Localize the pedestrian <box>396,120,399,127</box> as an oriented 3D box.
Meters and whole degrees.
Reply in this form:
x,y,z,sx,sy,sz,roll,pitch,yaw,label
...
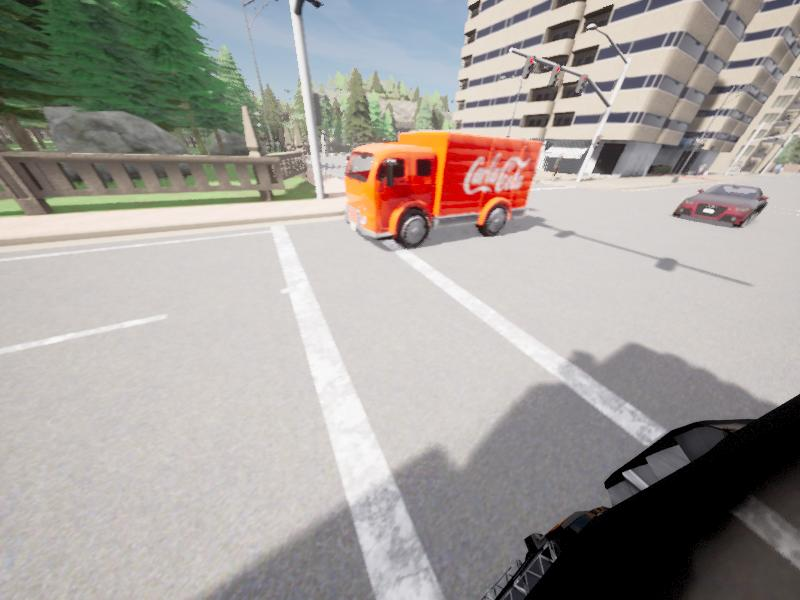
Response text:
x,y,z,sx,sy,sz,roll,pitch,yaw,label
-0.793,-63.338,82.787,0.751,1.860,0.751,30,42,34,pedestrian

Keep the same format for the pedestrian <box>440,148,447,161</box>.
x,y,z,sx,sy,sz,roll,pitch,yaw,label
7.418,-24.943,39.599,0.751,1.860,0.751,2,34,-2,pedestrian

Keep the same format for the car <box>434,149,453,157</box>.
x,y,z,sx,sy,sz,roll,pitch,yaw,label
11.776,-39.480,62.102,4.611,1.667,2.242,-21,41,-32,car

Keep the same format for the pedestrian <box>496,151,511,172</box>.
x,y,z,sx,sy,sz,roll,pitch,yaw,label
11.046,-14.762,24.696,0.751,1.860,0.751,-17,39,-27,pedestrian

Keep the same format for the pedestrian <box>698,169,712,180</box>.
x,y,z,sx,sy,sz,roll,pitch,yaw,label
39.205,-16.131,29.694,0.500,1.100,0.500,-17,39,-27,pedestrian

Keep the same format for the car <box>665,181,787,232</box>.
x,y,z,sx,sy,sz,roll,pitch,yaw,label
13.882,-4.137,9.861,4.181,1.385,1.994,-16,38,-26,car

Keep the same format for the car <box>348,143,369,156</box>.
x,y,z,sx,sy,sz,roll,pitch,yaw,label
-8.170,-30.027,46.128,2.150,2.045,5.566,10,34,11,car

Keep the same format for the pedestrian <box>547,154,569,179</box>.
x,y,z,sx,sy,sz,roll,pitch,yaw,label
14.127,-11.906,20.675,0.751,1.860,0.751,-12,37,-22,pedestrian

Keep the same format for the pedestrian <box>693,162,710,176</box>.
x,y,z,sx,sy,sz,roll,pitch,yaw,label
46.365,-20.149,35.555,0.751,1.860,0.751,-18,39,-28,pedestrian

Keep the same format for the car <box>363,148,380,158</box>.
x,y,z,sx,sy,sz,roll,pitch,yaw,label
-5.308,-27.753,43.499,1.812,1.442,4.674,8,34,8,car

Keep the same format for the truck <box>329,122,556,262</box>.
x,y,z,sx,sy,sz,roll,pitch,yaw,label
1.116,-3.178,6.513,5.204,2.467,2.627,-16,38,-26,truck

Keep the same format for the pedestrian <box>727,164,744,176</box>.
x,y,z,sx,sy,sz,roll,pitch,yaw,label
59.670,-23.161,41.074,0.751,1.860,0.751,-17,38,-27,pedestrian

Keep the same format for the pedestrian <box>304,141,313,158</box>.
x,y,z,sx,sy,sz,roll,pitch,yaw,label
-12.042,-19.891,30.562,0.751,1.860,0.751,-4,34,-10,pedestrian
